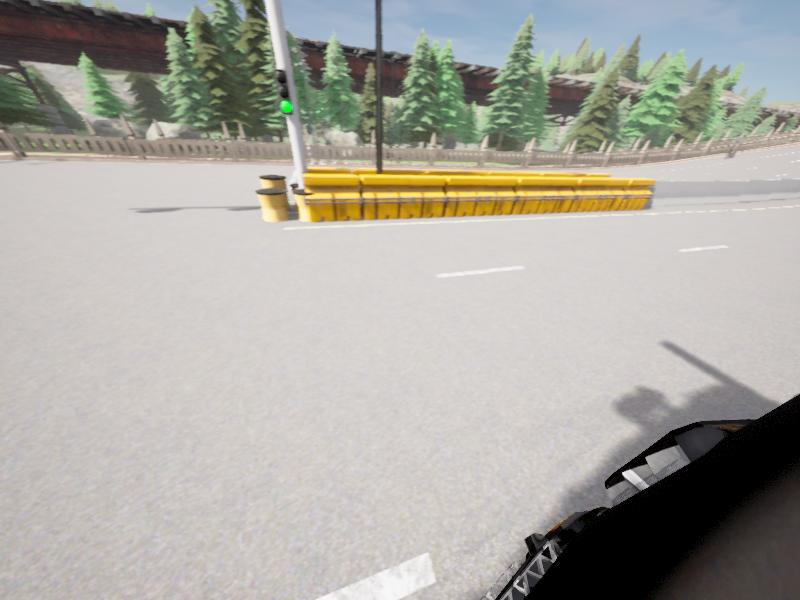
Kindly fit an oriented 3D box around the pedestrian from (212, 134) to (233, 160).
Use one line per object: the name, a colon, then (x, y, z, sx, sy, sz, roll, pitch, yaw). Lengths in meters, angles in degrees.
pedestrian: (-15.565, -13.424, 20.332, 0.751, 1.860, 0.751, -7, 36, -14)
